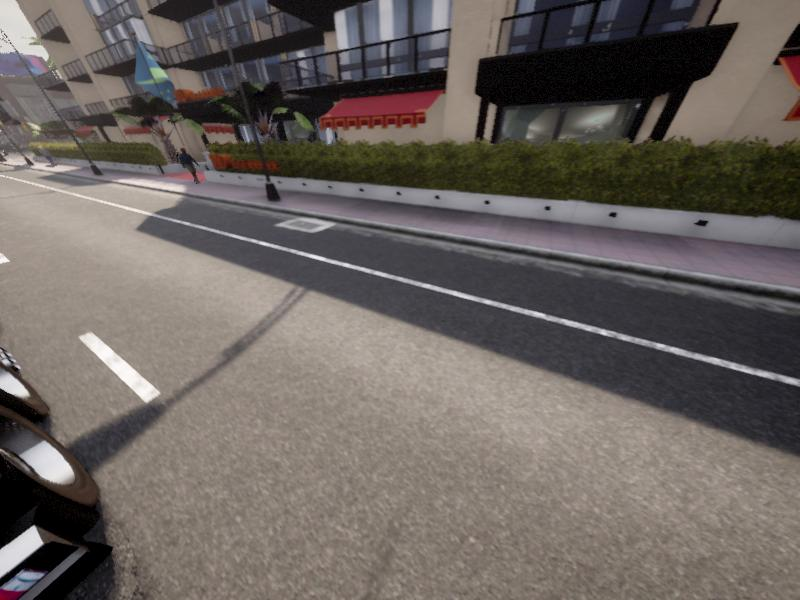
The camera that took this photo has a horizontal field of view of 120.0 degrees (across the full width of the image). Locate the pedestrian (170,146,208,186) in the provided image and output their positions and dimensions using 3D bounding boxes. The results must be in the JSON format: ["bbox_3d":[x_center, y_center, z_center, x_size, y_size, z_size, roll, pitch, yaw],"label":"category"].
[{"bbox_3d":[-11.740,-7.478,12.894,0.751,1.860,0.751,22,41,29],"label":"pedestrian"}]

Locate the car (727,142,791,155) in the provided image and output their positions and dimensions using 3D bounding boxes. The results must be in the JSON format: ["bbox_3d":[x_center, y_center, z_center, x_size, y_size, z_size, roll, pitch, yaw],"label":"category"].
[{"bbox_3d":[52.323,-22.214,33.854,1.812,1.442,4.674,-15,38,-20],"label":"car"}]

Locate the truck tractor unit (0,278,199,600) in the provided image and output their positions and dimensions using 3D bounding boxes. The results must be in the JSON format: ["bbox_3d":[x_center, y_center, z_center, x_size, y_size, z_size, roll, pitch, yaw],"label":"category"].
[{"bbox_3d":[-5.140,-0.270,0.747,6.516,4.208,3.053,17,39,23],"label":"truck tractor unit"}]

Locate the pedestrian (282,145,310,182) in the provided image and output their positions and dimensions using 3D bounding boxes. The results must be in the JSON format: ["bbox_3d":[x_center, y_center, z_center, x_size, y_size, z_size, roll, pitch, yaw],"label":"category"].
[{"bbox_3d":[-6.185,-8.169,13.814,0.751,1.860,0.751,14,38,20],"label":"pedestrian"}]

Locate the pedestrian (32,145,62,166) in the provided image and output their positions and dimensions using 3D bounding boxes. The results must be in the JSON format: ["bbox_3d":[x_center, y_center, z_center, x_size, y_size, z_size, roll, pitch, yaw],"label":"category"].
[{"bbox_3d":[-36.307,-14.865,23.757,0.751,1.860,0.751,15,38,21],"label":"pedestrian"}]
